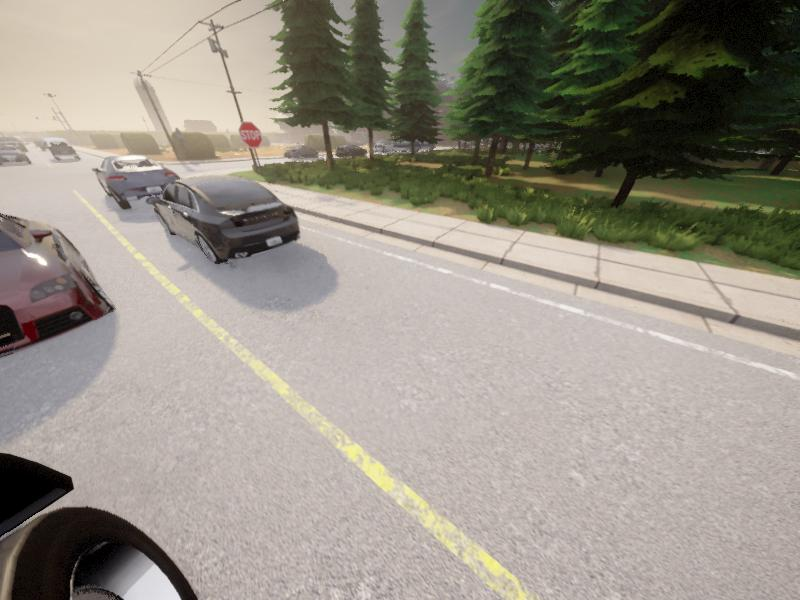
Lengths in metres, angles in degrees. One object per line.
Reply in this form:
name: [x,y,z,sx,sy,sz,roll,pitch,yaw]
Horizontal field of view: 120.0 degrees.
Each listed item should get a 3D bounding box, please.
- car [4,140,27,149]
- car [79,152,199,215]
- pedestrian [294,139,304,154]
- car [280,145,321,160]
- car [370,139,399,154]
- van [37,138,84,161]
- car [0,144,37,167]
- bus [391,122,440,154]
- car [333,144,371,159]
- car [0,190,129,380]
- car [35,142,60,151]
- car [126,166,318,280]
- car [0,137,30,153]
car: [-81.580,-33.064,49.031,3.806,1.475,1.970,23,41,29]
car: [-10.873,-5.052,9.586,5.027,1.651,2.152,25,42,31]
pedestrian: [-14.764,-22.466,33.818,0.751,1.860,0.751,16,38,21]
car: [-12.316,-18.401,28.808,1.994,1.385,4.181,21,40,27]
car: [-2.617,-26.939,40.413,2.150,2.045,5.566,21,40,27]
van: [-38.821,-17.319,26.437,4.480,2.038,2.069,24,41,29]
car: [-36.438,-13.546,21.553,4.902,1.511,2.128,23,41,29]
bus: [2.990,-29.131,41.652,3.944,4.253,10.273,21,40,27]
car: [-6.308,-19.957,30.964,2.163,1.488,4.792,21,40,27]
car: [-6.137,-0.413,3.256,4.181,1.385,1.994,23,41,29]
car: [-63.939,-27.902,41.907,4.718,1.301,1.895,23,41,29]
car: [-4.519,-2.255,5.775,4.892,1.490,1.837,23,41,29]
car: [-63.213,-25.373,37.685,5.566,2.045,2.150,23,41,29]
